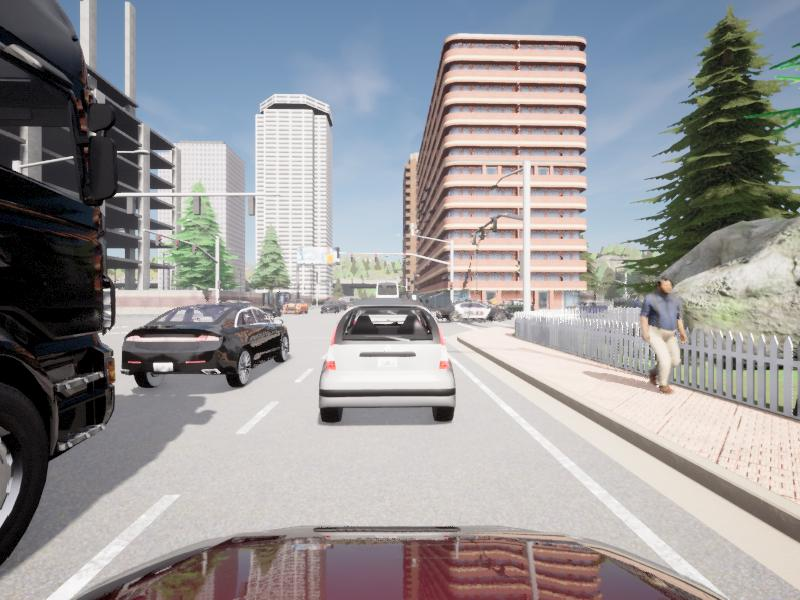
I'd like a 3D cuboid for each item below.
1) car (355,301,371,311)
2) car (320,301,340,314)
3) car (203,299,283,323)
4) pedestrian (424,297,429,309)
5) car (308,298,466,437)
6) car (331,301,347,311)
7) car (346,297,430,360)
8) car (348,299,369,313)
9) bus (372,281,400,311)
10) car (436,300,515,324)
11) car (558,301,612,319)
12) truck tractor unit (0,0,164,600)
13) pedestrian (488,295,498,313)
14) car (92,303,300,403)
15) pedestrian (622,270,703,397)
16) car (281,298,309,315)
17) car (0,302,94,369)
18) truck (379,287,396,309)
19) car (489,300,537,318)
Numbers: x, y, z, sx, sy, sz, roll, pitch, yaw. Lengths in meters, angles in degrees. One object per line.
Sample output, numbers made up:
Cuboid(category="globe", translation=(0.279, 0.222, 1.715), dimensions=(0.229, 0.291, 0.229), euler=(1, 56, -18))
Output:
Cuboid(category="car", translation=(-5.354, 0.895, 58.523), dimensions=(2.033, 1.411, 5.357), euler=(0, 0, -2))
Cuboid(category="car", translation=(-8.566, 0.844, 49.348), dimensions=(1.837, 1.490, 4.892), euler=(0, 0, -2))
Cuboid(category="car", translation=(-11.328, 0.761, 28.959), dimensions=(5.238, 1.638, 1.930), euler=(0, 0, -28))
Cuboid(category="pedestrian", translation=(4.323, 0.485, 64.916), dimensions=(0.751, 1.860, 0.751), euler=(0, 0, -2))
Cuboid(category="car", translation=(-0.207, 0.788, 6.686), dimensions=(1.851, 1.617, 3.988), euler=(0, 0, -2))
Cuboid(category="car", translation=(-8.857, 0.845, 58.415), dimensions=(1.837, 1.490, 4.892), euler=(0, 0, -2))
Cuboid(category="car", translation=(-0.383, 0.756, 12.936), dimensions=(2.242, 1.667, 4.611), euler=(0, 0, -2))
Cuboid(category="car", translation=(-5.105, 0.757, 49.939), dimensions=(2.242, 1.667, 4.611), euler=(0, 0, -2))
Cuboid(category="bus", translation=(-2.067, -0.533, 61.354), dimensions=(3.944, 4.253, 10.273), euler=(0, 0, -2))
Cuboid(category="car", translation=(5.116, 0.778, 27.628), dimensions=(4.974, 1.542, 2.038), euler=(0, 0, -5))
Cuboid(category="car", translation=(15.441, 0.798, 33.417), dimensions=(3.806, 1.475, 1.970), euler=(0, 0, -22))
Cuboid(category="truck tractor unit", translation=(-3.404, -0.516, 0.105), dimensions=(3.053, 4.208, 6.516), euler=(0, 0, -3))
Cuboid(category="pedestrian", translation=(9.795, 0.429, 42.010), dimensions=(0.751, 1.860, 0.751), euler=(0, 0, -23))
Cuboid(category="car", translation=(-3.774, 0.836, 8.674), dimensions=(2.128, 1.511, 4.902), euler=(0, 0, -2))
Cuboid(category="pedestrian", translation=(4.050, 0.485, 6.230), dimensions=(0.751, 1.860, 0.751), euler=(0, 0, -2))
Cuboid(category="car", translation=(-11.956, 0.694, 45.747), dimensions=(2.097, 1.767, 4.553), euler=(0, 0, -2))
Cuboid(category="car", translation=(-10.398, 0.823, 10.328), dimensions=(1.882, 1.535, 5.008), euler=(0, 0, -10))
Cuboid(category="truck", translation=(-2.345, -0.325, 74.066), dimensions=(2.891, 3.827, 8.468), euler=(0, 0, -2))
Cuboid(category="car", translation=(10.037, 0.759, 35.522), dimensions=(3.705, 1.549, 1.789), euler=(0, 0, -14))
